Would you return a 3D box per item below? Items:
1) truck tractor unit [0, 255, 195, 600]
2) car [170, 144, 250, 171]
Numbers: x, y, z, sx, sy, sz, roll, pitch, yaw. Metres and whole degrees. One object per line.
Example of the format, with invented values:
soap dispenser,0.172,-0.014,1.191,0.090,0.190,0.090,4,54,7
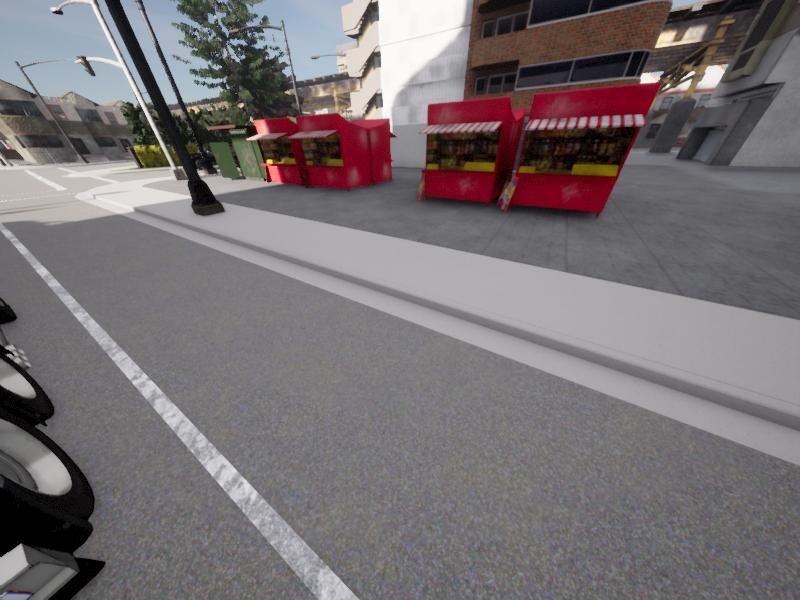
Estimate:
truck tractor unit,-5.097,-0.314,0.801,6.516,4.208,3.053,19,39,25
car,-19.115,-14.656,23.664,2.150,2.045,5.566,18,39,26
